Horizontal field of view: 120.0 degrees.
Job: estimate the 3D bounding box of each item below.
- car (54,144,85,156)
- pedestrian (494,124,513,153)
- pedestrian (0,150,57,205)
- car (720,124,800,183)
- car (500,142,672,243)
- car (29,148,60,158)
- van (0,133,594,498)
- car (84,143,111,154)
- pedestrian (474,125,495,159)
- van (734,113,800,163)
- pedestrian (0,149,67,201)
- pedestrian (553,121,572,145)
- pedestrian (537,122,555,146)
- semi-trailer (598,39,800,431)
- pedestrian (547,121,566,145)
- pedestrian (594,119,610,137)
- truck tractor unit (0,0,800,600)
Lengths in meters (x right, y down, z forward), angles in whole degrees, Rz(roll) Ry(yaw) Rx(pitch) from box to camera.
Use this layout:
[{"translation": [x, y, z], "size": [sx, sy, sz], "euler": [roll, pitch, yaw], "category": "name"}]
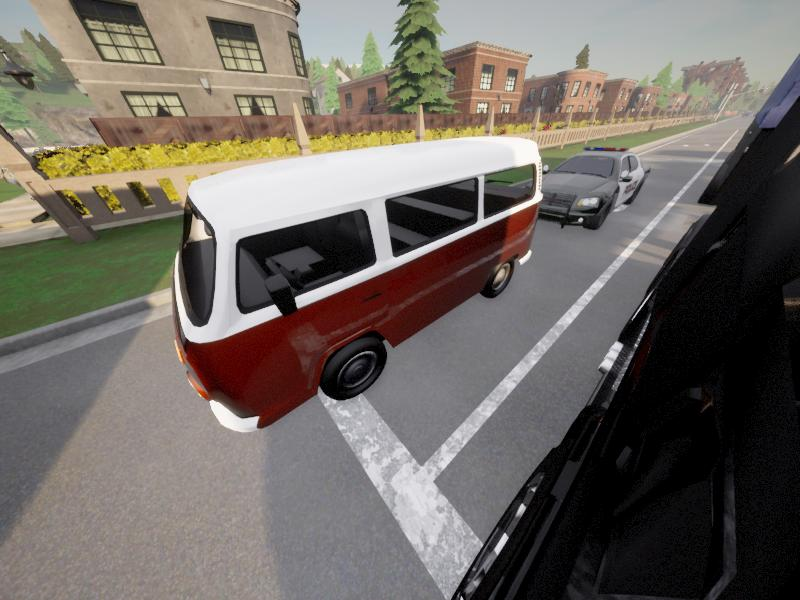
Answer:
[{"translation": [-70.801, -32.226, 49.590], "size": [1.932, 1.855, 4.605], "euler": [-22, 41, -24], "category": "car"}, {"translation": [8.411, -13.104, 18.774], "size": [0.751, 1.860, 0.751], "euler": [-27, 43, -29], "category": "pedestrian"}, {"translation": [-15.669, -5.043, 9.518], "size": [0.751, 1.860, 0.751], "euler": [-28, 43, -29], "category": "pedestrian"}, {"translation": [16.057, -6.372, 9.803], "size": [5.027, 1.651, 2.152], "euler": [-28, 44, -30], "category": "car"}, {"translation": [5.278, -3.335, 6.489], "size": [4.974, 1.542, 2.038], "euler": [-28, 44, -30], "category": "car"}, {"translation": [-73.298, -30.464, 47.720], "size": [1.816, 1.474, 4.193], "euler": [-22, 41, -24], "category": "car"}, {"translation": [-0.050, -0.701, 2.878], "size": [4.480, 2.038, 2.069], "euler": [-28, 44, -30], "category": "van"}, {"translation": [-69.172, -34.820, 52.959], "size": [1.905, 1.878, 3.866], "euler": [-16, 39, -18], "category": "car"}, {"translation": [5.794, -10.859, 15.940], "size": [0.751, 1.860, 0.751], "euler": [-28, 43, -29], "category": "pedestrian"}, {"translation": [20.803, -9.059, 12.780], "size": [4.442, 1.987, 1.775], "euler": [-28, 44, -30], "category": "van"}, {"translation": [-16.010, -5.438, 10.067], "size": [0.751, 1.860, 0.751], "euler": [-26, 43, -28], "category": "pedestrian"}, {"translation": [15.696, -16.112, 22.336], "size": [0.751, 1.860, 0.751], "euler": [-30, 44, -31], "category": "pedestrian"}, {"translation": [14.112, -16.072, 22.382], "size": [0.751, 1.860, 0.751], "euler": [-30, 45, -32], "category": "pedestrian"}, {"translation": [8.699, -3.606, 4.224], "size": [14.254, 4.402, 2.717], "euler": [-28, 44, -30], "category": "semi-trailer"}, {"translation": [15.713, -16.783, 23.232], "size": [0.751, 1.860, 0.751], "euler": [-26, 43, -28], "category": "pedestrian"}, {"translation": [26.808, -22.882, 30.683], "size": [0.751, 1.860, 0.751], "euler": [-29, 44, -30], "category": "pedestrian"}, {"translation": [2.645, -0.295, 0.351], "size": [6.516, 4.208, 3.053], "euler": [-28, 44, -30], "category": "truck tractor unit"}]
